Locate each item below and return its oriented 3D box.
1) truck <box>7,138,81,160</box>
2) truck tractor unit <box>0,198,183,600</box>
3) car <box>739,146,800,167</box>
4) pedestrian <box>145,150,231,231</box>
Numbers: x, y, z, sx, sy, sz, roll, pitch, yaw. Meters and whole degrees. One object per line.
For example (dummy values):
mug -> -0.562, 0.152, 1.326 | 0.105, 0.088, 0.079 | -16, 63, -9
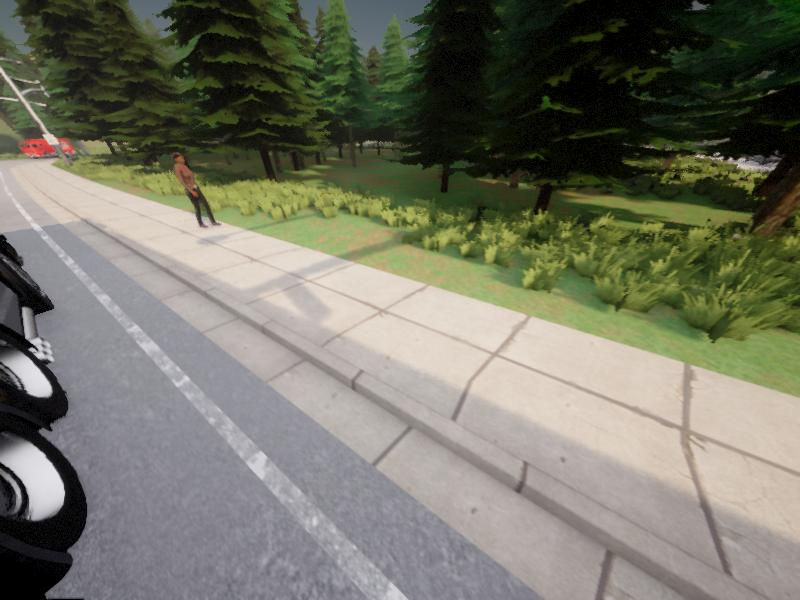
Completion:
truck -> -53.074, -22.770, 34.742 | 2.627, 2.467, 5.204 | -3, 37, -4
truck tractor unit -> -4.997, -0.402, 0.920 | 6.516, 4.208, 3.053 | 23, 42, 29
car -> 33.506, -12.980, 20.762 | 1.895, 1.301, 4.718 | 20, 40, 26
pedestrian -> -5.529, -2.886, 6.189 | 0.751, 1.860, 0.751 | 1, 35, 2
